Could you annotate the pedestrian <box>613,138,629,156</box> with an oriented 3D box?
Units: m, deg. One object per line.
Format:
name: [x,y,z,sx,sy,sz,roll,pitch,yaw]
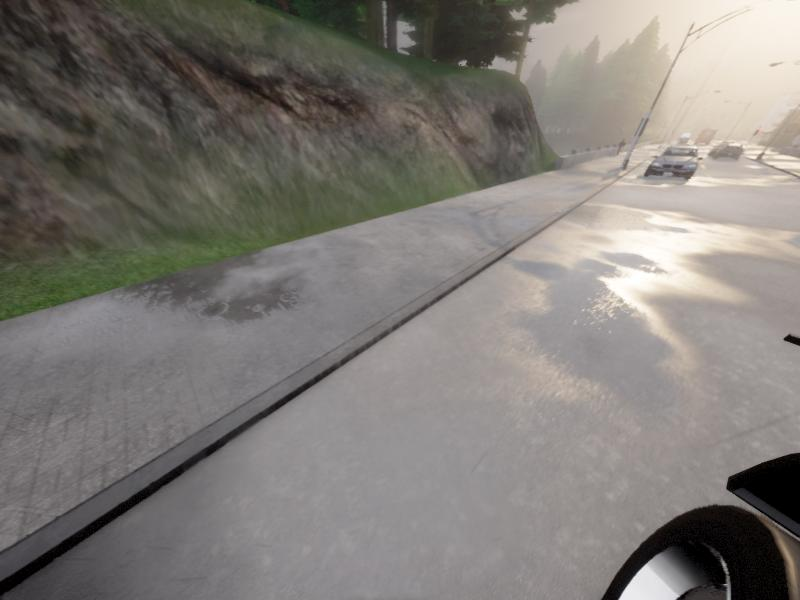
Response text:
pedestrian: [27.640,-19.201,28.911,0.751,1.860,0.751,-30,45,-35]

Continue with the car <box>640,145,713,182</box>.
car: [17.729,-8.927,14.912,4.611,1.667,2.242,-30,45,-35]

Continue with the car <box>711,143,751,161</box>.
car: [36.609,-16.512,25.688,4.193,1.474,1.816,-30,45,-35]

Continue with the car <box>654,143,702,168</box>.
car: [24.935,-13.083,20.766,4.856,1.649,2.033,-30,45,-35]

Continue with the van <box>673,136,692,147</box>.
van: [64.589,-36.241,52.816,4.480,2.038,2.069,-30,45,-35]

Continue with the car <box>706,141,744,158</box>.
car: [41.284,-19.243,29.461,2.038,1.542,4.974,30,45,35]
